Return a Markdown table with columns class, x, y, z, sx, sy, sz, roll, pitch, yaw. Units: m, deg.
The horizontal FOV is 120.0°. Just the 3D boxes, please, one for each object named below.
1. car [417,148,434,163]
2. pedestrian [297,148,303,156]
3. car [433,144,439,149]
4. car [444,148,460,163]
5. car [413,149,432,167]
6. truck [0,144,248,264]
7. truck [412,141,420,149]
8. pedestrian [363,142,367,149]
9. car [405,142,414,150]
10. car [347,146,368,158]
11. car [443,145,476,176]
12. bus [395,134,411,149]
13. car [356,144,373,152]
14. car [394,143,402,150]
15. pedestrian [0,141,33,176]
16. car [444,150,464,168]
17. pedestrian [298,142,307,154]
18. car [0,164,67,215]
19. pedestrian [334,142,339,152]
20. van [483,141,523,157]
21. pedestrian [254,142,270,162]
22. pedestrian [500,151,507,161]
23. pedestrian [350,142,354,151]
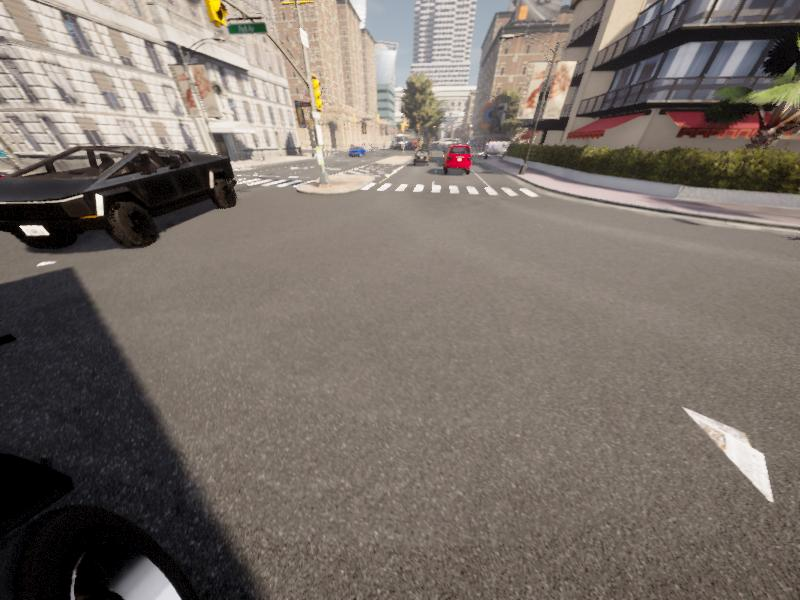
| class | x | y | z | sx | sy | sz | roll | pitch | yaw |
| --- | --- | --- | --- | --- | --- | --- | --- | --- | --- |
| car | 3.496 | -19.721 | 31.437 | 2.007 | 1.525 | 4.514 | 5 | 35 | 7 |
| pedestrian | -15.604 | -23.106 | 36.053 | 0.500 | 1.100 | 0.500 | 5 | 35 | 5 |
| car | 13.025 | -55.668 | 83.831 | 2.038 | 1.542 | 4.974 | 5 | 35 | 7 |
| car | 7.077 | -19.863 | 31.643 | 1.851 | 1.617 | 3.988 | 5 | 35 | 7 |
| car | 2.580 | -16.275 | 26.386 | 1.789 | 1.549 | 3.705 | 5 | 35 | 7 |
| truck | -7.741 | -3.473 | 7.091 | 2.390 | 2.098 | 6.274 | -2 | 35 | -4 |
| truck | 6.150 | -60.665 | 90.185 | 2.627 | 2.467 | 5.204 | 5 | 35 | 7 |
| pedestrian | -11.328 | -50.079 | 74.683 | 0.751 | 1.860 | 0.751 | 4 | 35 | 5 |
| car | 3.048 | -48.799 | 73.254 | 2.150 | 2.045 | 5.566 | 5 | 35 | 7 |
| car | -6.929 | -24.363 | 37.974 | 1.882 | 1.535 | 5.008 | 5 | 35 | 7 |
| car | 5.109 | -12.574 | 20.611 | 2.150 | 2.045 | 5.566 | 5 | 34 | 6 |
| bus | 1.172 | -55.510 | 81.016 | 3.944 | 4.253 | 10.273 | 5 | 35 | 7 |
| car | -8.712 | -37.593 | 57.183 | 3.633 | 1.501 | 1.845 | 5 | 35 | 6 |
| car | -0.530 | -48.621 | 73.076 | 1.905 | 1.878 | 3.866 | 5 | 35 | 7 |
| pedestrian | -25.132 | -9.027 | 14.726 | 0.751 | 1.860 | 0.751 | 1 | 35 | 0 |
| car | 6.134 | -16.278 | 26.511 | 1.837 | 1.490 | 4.892 | 5 | 35 | 7 |
| pedestrian | -17.203 | -26.777 | 40.689 | 0.751 | 1.860 | 0.751 | 15 | 37 | 19 |
| car | -15.267 | -3.704 | 7.924 | 1.994 | 1.385 | 4.181 | 25 | 41 | 31 |
| pedestrian | -14.429 | -34.592 | 52.374 | 0.751 | 1.860 | 0.751 | 4 | 35 | 4 |
| van | 19.887 | -29.353 | 44.965 | 6.366 | 2.431 | 2.351 | 5 | 35 | 6 |
| pedestrian | -15.550 | -16.654 | 26.002 | 0.751 | 1.860 | 0.751 | 5 | 35 | 5 |
| pedestrian | 14.475 | -20.136 | 32.318 | 0.500 | 1.100 | 0.500 | 5 | 35 | 6 |
| pedestrian | -12.685 | -40.484 | 60.974 | 0.751 | 1.860 | 0.751 | 23 | 40 | 29 |
